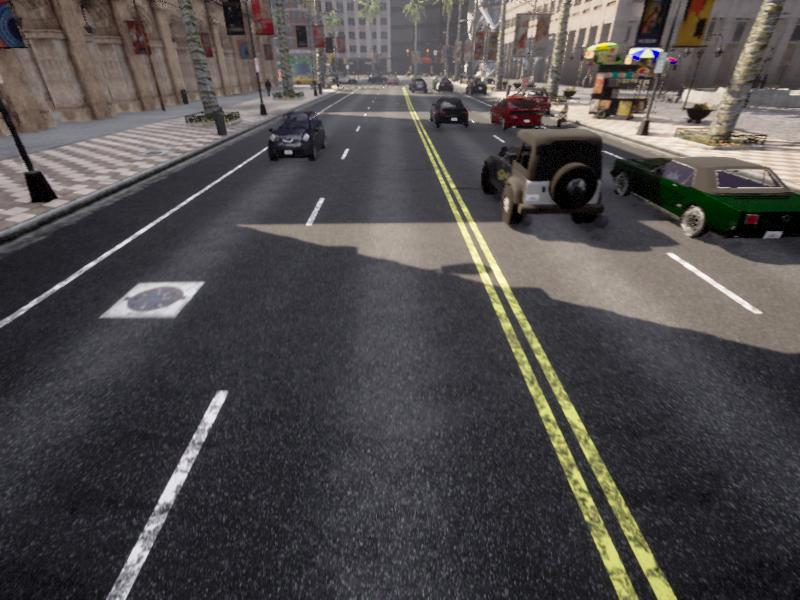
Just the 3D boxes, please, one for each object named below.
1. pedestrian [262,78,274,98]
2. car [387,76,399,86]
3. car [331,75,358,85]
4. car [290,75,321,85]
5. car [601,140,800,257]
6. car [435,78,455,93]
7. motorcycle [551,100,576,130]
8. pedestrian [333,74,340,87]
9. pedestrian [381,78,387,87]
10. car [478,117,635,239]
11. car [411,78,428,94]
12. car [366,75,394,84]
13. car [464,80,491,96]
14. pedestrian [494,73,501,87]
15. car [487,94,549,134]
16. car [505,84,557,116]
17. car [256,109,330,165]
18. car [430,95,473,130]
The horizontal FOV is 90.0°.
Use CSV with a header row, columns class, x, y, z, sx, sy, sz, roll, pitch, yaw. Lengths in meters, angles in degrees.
class,x,y,z,sx,sy,sz,roll,pitch,yaw
pedestrian,-13.740,-22.098,41.676,0.751,1.860,0.751,-1,30,-1
car,-1.255,-39.393,71.883,2.163,1.488,4.792,0,30,0
car,-10.765,-42.659,77.480,4.974,1.542,2.038,-3,30,-5
car,-18.169,-42.407,77.049,5.366,1.575,1.801,-1,30,-1
car,6.718,-2.544,9.021,1.895,1.301,4.718,-1,30,-1
car,5.955,-28.589,53.317,2.038,1.542,4.974,-1,30,0
motorcycle,9.341,-10.576,22.810,0.764,1.277,2.356,15,34,25
pedestrian,-10.088,-34.886,63.513,0.751,1.860,0.751,19,36,30
pedestrian,-2.676,-35.434,65.255,0.751,1.300,0.751,-11,32,-17
car,3.209,-3.017,9.259,1.905,1.878,3.866,-1,30,-1
car,2.471,-27.722,51.763,2.033,1.649,4.856,0,30,0
car,-3.936,-44.529,80.767,5.357,1.411,2.033,-21,36,-31
car,9.202,-25.491,48.053,2.163,1.488,4.792,-1,30,-1
pedestrian,14.923,-33.507,60.988,0.751,1.860,0.751,3,30,5
car,6.401,-10.485,22.358,1.882,1.535,5.008,-1,31,-1
car,9.341,-14.536,29.017,2.185,1.767,4.553,-1,30,-1
car,-3.937,-6.365,15.393,1.845,1.501,3.633,-1,30,-1
car,2.875,-11.064,23.464,1.812,1.442,4.674,-1,30,-1
